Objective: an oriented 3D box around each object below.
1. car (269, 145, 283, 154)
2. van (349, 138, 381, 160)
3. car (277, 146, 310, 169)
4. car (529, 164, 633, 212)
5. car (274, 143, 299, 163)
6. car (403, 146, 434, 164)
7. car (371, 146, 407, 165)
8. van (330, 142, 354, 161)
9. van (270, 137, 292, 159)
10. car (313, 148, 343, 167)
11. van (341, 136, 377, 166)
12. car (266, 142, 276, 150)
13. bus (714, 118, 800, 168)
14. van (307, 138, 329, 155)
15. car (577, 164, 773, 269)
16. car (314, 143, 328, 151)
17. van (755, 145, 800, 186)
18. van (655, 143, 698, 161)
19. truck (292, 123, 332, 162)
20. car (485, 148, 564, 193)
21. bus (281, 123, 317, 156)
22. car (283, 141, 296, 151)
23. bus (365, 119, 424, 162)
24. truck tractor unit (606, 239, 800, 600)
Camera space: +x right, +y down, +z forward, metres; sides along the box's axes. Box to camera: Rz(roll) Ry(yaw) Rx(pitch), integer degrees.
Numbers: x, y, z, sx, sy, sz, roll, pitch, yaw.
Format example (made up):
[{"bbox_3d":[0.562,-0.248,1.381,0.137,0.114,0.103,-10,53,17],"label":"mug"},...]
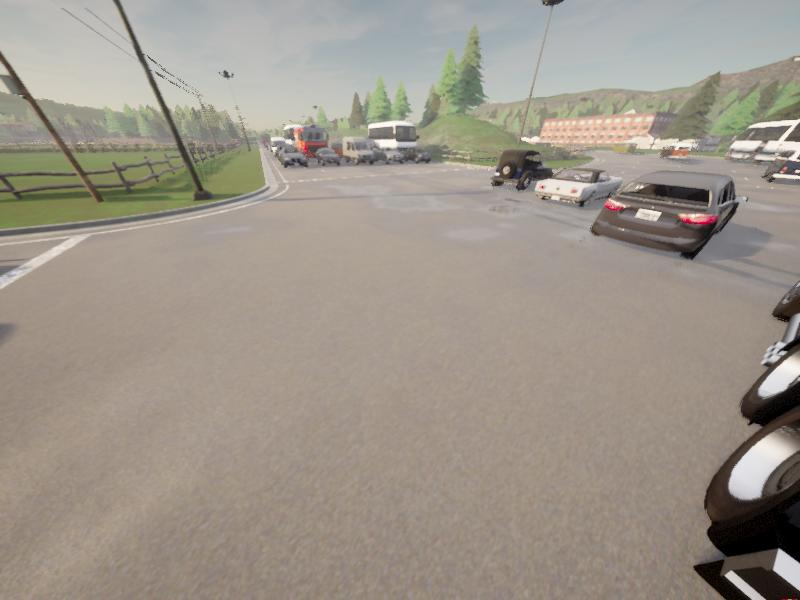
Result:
[{"bbox_3d":[-24.605,-29.969,45.833,1.994,1.385,4.181,-16,38,-22],"label":"car"},{"bbox_3d":[-5.077,-21.543,32.899,2.351,2.431,6.366,-16,38,-22],"label":"van"},{"bbox_3d":[-10.669,-14.274,23.047,2.242,1.667,4.611,-16,38,-22],"label":"car"},{"bbox_3d":[8.193,-5.191,10.420,4.718,1.301,1.895,-22,41,-29],"label":"car"},{"bbox_3d":[-14.008,-18.148,28.424,1.932,1.855,4.605,-16,38,-22],"label":"car"},{"bbox_3d":[2.110,-17.476,27.809,1.851,1.617,3.988,-16,38,-22],"label":"car"},{"bbox_3d":[-1.378,-17.013,27.104,2.152,1.651,5.027,-16,38,-22],"label":"car"},{"bbox_3d":[-7.803,-20.021,31.073,1.775,1.987,4.442,-16,38,-22],"label":"van"},{"bbox_3d":[-17.902,-22.836,34.574,1.988,2.561,5.915,-16,38,-22],"label":"van"},{"bbox_3d":[-7.797,-15.375,24.808,1.837,1.490,4.892,-16,38,-22],"label":"car"},{"bbox_3d":[-4.683,-16.705,25.832,1.988,2.561,5.915,-16,38,-22],"label":"van"},{"bbox_3d":[-35.235,-42.152,63.074,1.930,1.638,5.238,-16,38,-22],"label":"car"},{"bbox_3d":[44.502,-18.819,27.728,3.944,4.253,10.273,21,40,24],"label":"bus"},{"bbox_3d":[-15.528,-28.970,43.528,2.351,2.431,6.366,-16,38,-22],"label":"van"},{"bbox_3d":[7.532,-2.618,6.378,4.611,1.667,2.242,-21,40,-28],"label":"car"},{"bbox_3d":[-19.262,-37.325,56.233,1.930,1.638,5.238,-16,38,-22],"label":"car"},{"bbox_3d":[26.777,-9.118,15.564,4.480,2.038,2.069,-28,45,-34],"label":"van"},{"bbox_3d":[39.913,-21.534,33.554,2.069,2.038,4.480,16,38,20],"label":"van"},{"bbox_3d":[-11.857,-20.942,30.759,2.891,3.827,8.468,-16,38,-22],"label":"truck"},{"bbox_3d":[7.032,-7.441,13.133,3.866,1.878,1.905,-23,41,-29],"label":"car"},{"bbox_3d":[-18.173,-28.444,41.158,3.944,4.253,10.273,-16,37,-22],"label":"bus"},{"bbox_3d":[-26.223,-36.450,54.719,1.905,1.878,3.866,-16,38,-22],"label":"car"},{"bbox_3d":[-1.168,-22.448,32.632,3.944,4.253,10.273,-16,38,-22],"label":"bus"},{"bbox_3d":[5.066,-0.344,0.840,6.516,4.208,3.053,-20,40,-26],"label":"truck tractor unit"}]
